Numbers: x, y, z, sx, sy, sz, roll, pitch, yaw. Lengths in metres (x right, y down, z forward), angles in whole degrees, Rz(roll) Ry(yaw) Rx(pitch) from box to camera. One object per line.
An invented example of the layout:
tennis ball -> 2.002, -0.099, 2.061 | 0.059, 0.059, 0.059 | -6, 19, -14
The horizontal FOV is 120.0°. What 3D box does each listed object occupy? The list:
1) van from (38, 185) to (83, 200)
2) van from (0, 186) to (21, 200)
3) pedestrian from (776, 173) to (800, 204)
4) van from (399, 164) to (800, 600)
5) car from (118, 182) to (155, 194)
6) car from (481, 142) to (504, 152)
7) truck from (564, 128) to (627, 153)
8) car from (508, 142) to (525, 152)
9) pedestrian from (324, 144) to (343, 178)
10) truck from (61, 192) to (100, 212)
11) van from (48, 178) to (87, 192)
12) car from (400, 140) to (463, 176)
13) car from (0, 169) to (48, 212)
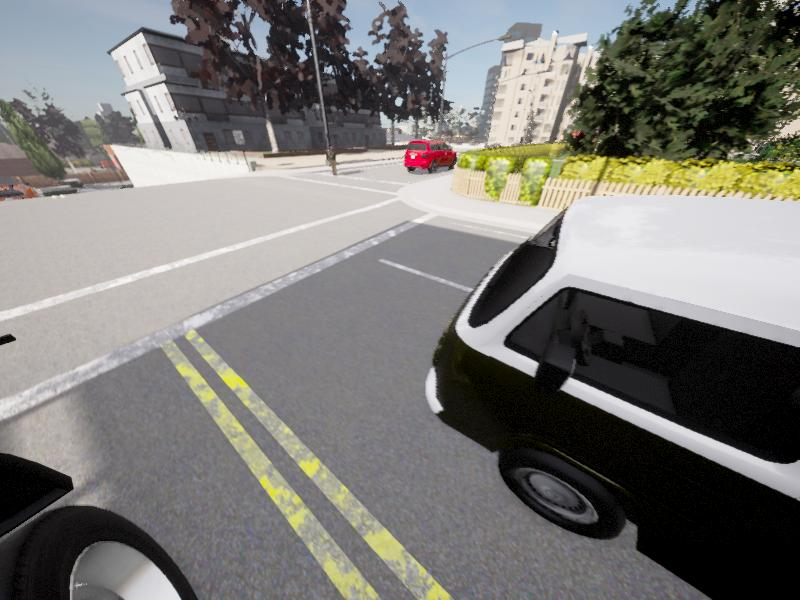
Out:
van -> -66.856, -21.280, 45.593 | 1.775, 1.987, 4.442 | 23, 41, 28
van -> -77.642, -20.560, 44.496 | 1.775, 1.987, 4.442 | 23, 41, 28
pedestrian -> 16.126, -4.768, 8.902 | 0.751, 1.860, 0.751 | -12, 37, -17
van -> 2.425, 0.725, 1.131 | 4.480, 2.038, 2.069 | 22, 41, 28
car -> -57.967, -24.761, 50.955 | 1.882, 1.535, 5.008 | 23, 41, 28
car -> 23.819, -39.468, 59.572 | 4.792, 1.488, 2.163 | 17, 38, 34
truck -> 38.711, -31.966, 46.265 | 8.468, 3.827, 2.891 | 15, 38, 19
car -> 23.277, -30.563, 46.101 | 1.789, 1.549, 3.705 | 23, 41, 28
pedestrian -> -4.386, -9.208, 15.267 | 0.751, 1.860, 0.751 | -14, 38, -20
truck -> -47.309, -14.542, 34.209 | 6.274, 2.098, 2.390 | 18, 39, 32
van -> -75.087, -26.095, 52.297 | 2.069, 2.038, 4.480 | 23, 41, 28
car -> 2.570, -11.264, 18.124 | 2.150, 2.045, 5.566 | 24, 41, 29
car -> -24.732, -6.777, 14.514 | 4.553, 1.767, 2.097 | 13, 36, 35
